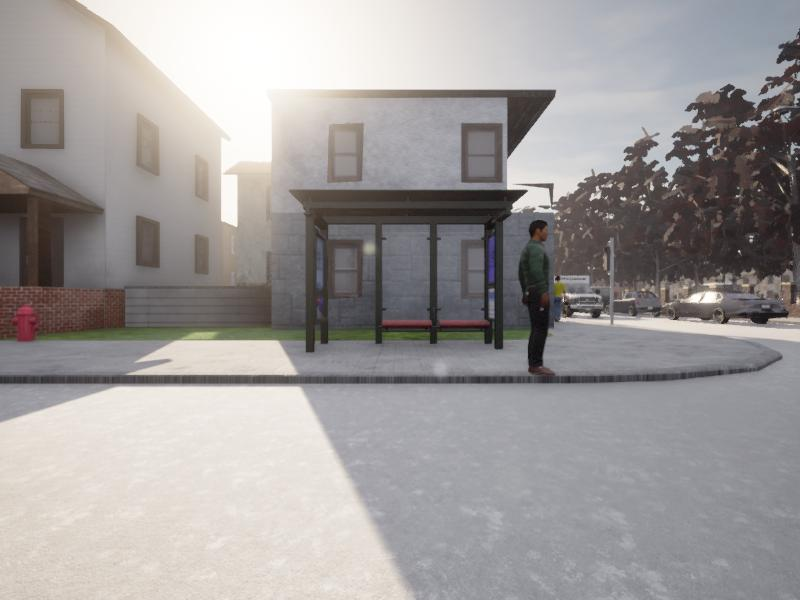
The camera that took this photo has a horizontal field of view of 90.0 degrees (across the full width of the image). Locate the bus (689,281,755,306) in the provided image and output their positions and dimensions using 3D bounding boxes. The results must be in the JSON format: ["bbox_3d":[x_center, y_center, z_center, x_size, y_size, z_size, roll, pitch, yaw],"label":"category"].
[{"bbox_3d":[59.473,-1.135,74.433,3.944,4.253,10.273,0,0,0],"label":"bus"}]

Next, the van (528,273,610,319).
[{"bbox_3d":[10.047,-0.222,24.568,2.351,2.431,6.366,0,0,0],"label":"van"}]

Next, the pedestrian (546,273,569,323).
[{"bbox_3d":[6.070,-0.075,15.486,0.751,1.860,0.751,0,0,15],"label":"pedestrian"}]

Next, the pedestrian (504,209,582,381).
[{"bbox_3d":[1.661,-0.054,4.766,0.751,1.860,0.751,0,0,9],"label":"pedestrian"}]

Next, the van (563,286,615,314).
[{"bbox_3d":[14.274,-0.002,30.573,1.775,1.987,4.442,0,0,-2],"label":"van"}]

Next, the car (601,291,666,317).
[{"bbox_3d":[14.194,0.227,24.567,1.845,1.501,3.633,0,0,-1],"label":"car"}]

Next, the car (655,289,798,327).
[{"bbox_3d":[13.945,0.294,17.673,2.033,1.411,5.357,0,0,2],"label":"car"}]
